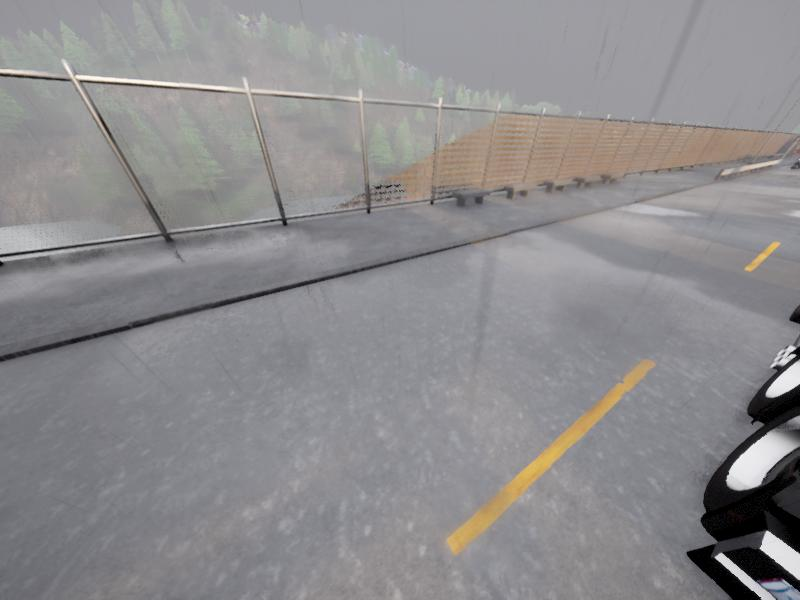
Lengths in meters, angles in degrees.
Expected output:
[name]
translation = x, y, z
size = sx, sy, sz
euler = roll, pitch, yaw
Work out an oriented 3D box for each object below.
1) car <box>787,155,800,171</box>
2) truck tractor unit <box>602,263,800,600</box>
[car]
translation = 38.812, -12.915, 21.340
size = 5.027, 1.651, 2.152
euler = -18, 39, -24
[truck tractor unit]
translation = 5.114, -0.295, 0.794
size = 6.516, 4.208, 3.053
euler = -18, 39, -24
